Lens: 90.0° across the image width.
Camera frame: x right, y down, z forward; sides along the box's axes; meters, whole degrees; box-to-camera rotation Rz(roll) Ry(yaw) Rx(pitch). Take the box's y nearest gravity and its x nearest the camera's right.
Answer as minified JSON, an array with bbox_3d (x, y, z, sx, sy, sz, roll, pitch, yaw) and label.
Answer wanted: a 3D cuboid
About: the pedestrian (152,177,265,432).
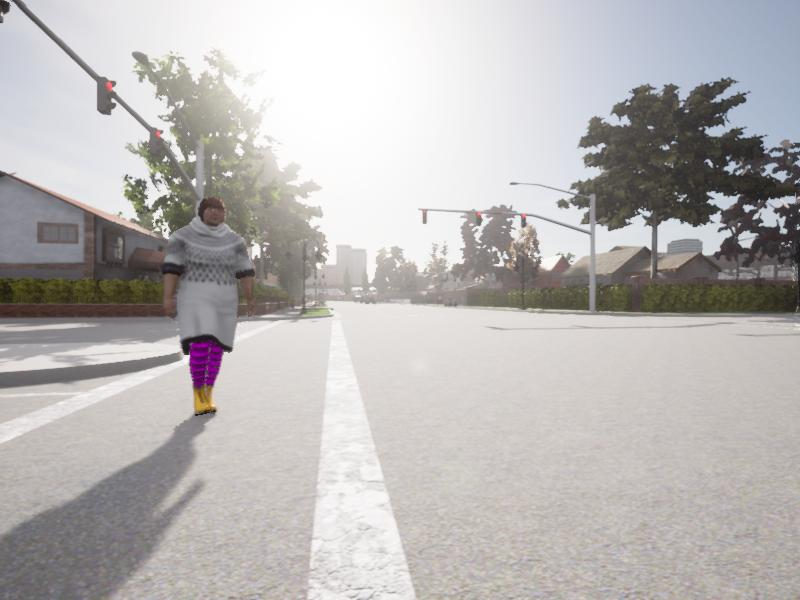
[{"bbox_3d":[-1.659,0.034,3.443,0.751,1.860,0.751,0,0,-37],"label":"pedestrian"}]

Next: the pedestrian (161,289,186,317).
[{"bbox_3d":[-10.671,0.150,18.860,0.751,1.300,0.751,0,0,-5],"label":"pedestrian"}]

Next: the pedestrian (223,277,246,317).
[{"bbox_3d":[-7.855,-0.121,19.021,0.751,1.860,0.751,0,0,0],"label":"pedestrian"}]
